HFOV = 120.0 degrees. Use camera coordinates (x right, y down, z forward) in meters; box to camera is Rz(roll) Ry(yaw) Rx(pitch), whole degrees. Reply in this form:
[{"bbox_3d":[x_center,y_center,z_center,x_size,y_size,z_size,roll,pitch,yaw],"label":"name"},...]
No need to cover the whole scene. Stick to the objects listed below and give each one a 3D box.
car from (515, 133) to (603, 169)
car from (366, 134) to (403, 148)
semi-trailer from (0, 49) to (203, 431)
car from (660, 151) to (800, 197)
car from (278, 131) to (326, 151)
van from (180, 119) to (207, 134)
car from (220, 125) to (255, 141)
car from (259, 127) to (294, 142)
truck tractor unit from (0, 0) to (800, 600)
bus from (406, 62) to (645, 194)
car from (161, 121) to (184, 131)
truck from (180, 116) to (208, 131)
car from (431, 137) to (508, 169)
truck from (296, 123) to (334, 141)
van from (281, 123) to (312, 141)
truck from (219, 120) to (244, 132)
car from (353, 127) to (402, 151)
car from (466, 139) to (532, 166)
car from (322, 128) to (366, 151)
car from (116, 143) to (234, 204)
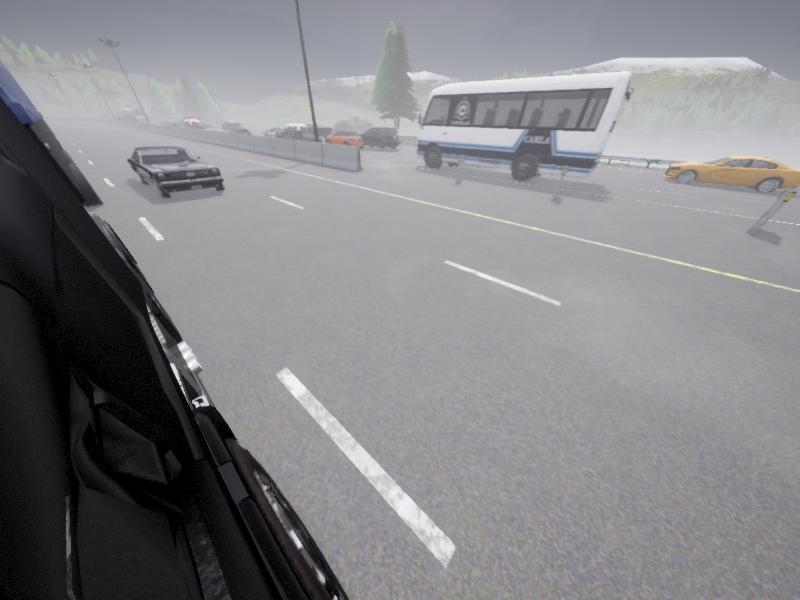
[{"bbox_3d":[13.383,-12.841,19.762,5.566,2.045,2.150,28,44,30],"label":"car"},{"bbox_3d":[-2.007,-20.661,29.979,4.718,1.301,1.895,28,44,30],"label":"car"},{"bbox_3d":[-8.729,-3.573,4.214,14.254,4.402,2.717,28,44,30],"label":"semi-trailer"},{"bbox_3d":[18.496,-7.198,12.935,5.008,1.535,1.882,28,44,30],"label":"car"},{"bbox_3d":[-10.383,-16.912,24.445,5.357,1.411,2.033,28,44,30],"label":"car"},{"bbox_3d":[-37.457,-31.469,41.854,4.480,2.038,2.069,28,44,30],"label":"van"},{"bbox_3d":[-22.855,-23.541,32.516,4.902,1.511,2.128,28,44,30],"label":"car"},{"bbox_3d":[-17.429,-23.423,32.635,4.974,1.542,2.038,28,44,30],"label":"car"},{"bbox_3d":[-2.645,-0.295,0.351,6.516,4.208,3.053,28,44,30],"label":"truck tractor unit"},{"bbox_3d":[5.708,-9.486,13.034,10.273,4.253,3.944,28,44,30],"label":"bus"},{"bbox_3d":[-48.324,-36.964,49.082,4.902,1.511,2.128,28,44,30],"label":"car"},{"bbox_3d":[-44.757,-38.234,50.120,5.204,2.467,2.627,28,44,30],"label":"truck"},{"bbox_3d":[5.199,-11.513,17.900,5.027,1.651,2.152,28,44,30],"label":"car"},{"bbox_3d":[-13.786,-27.207,37.400,6.274,2.098,2.390,28,44,30],"label":"truck"},{"bbox_3d":[-15.683,-25.447,35.001,4.480,2.038,2.069,28,44,30],"label":"van"},{"bbox_3d":[-39.417,-40.739,54.057,6.274,2.098,2.390,28,44,30],"label":"truck"},{"bbox_3d":[-2.597,-18.551,26.497,5.566,2.045,2.150,27,43,30],"label":"car"},{"bbox_3d":[8.271,-12.591,19.582,4.514,1.525,2.007,28,44,30],"label":"car"},{"bbox_3d":[-6.144,-17.573,25.223,4.553,1.767,2.097,28,44,30],"label":"car"},{"bbox_3d":[-8.489,-4.920,8.644,4.718,1.301,1.895,28,44,30],"label":"car"}]
